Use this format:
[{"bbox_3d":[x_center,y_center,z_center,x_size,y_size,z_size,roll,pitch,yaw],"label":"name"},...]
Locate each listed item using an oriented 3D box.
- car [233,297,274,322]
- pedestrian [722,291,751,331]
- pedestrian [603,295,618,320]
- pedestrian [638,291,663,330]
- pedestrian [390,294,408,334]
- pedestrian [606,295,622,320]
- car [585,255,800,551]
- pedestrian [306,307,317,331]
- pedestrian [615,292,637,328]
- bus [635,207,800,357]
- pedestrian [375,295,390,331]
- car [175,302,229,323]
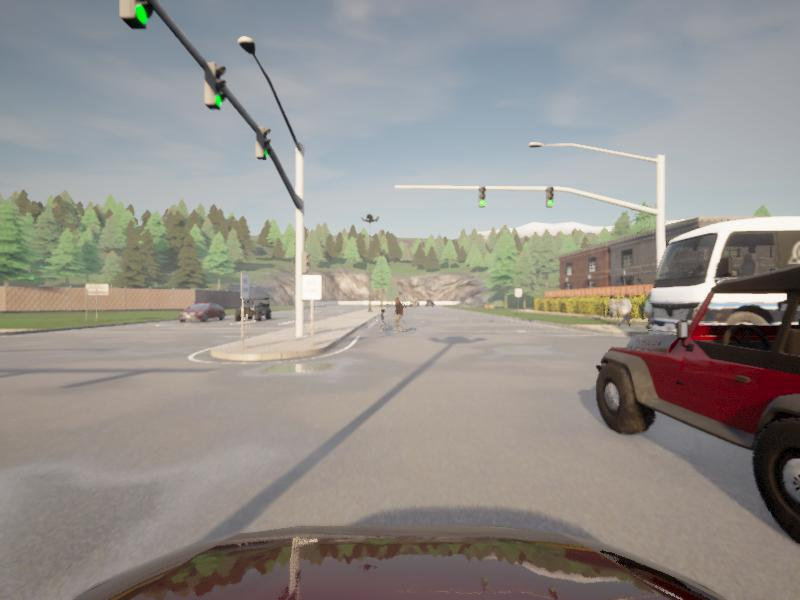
[{"bbox_3d":[-11.578,0.696,31.886,1.905,1.878,3.866,0,0,0],"label":"car"},{"bbox_3d":[16.195,0.515,19.254,0.751,1.860,0.751,0,0,-14],"label":"pedestrian"},{"bbox_3d":[15.947,0.532,30.320,0.751,1.860,0.751,0,0,0],"label":"pedestrian"},{"bbox_3d":[12.030,0.484,19.219,0.751,1.860,0.751,0,0,0],"label":"pedestrian"},{"bbox_3d":[-0.067,0.668,19.482,0.751,1.860,0.751,0,0,-12],"label":"pedestrian"},{"bbox_3d":[15.780,0.531,29.503,0.751,1.860,0.751,0,0,0],"label":"pedestrian"},{"bbox_3d":[3.494,0.653,3.546,1.905,1.878,3.866,0,0,0],"label":"car"},{"bbox_3d":[-4.280,0.895,19.247,0.500,1.100,0.500,0,0,-15],"label":"pedestrian"},{"bbox_3d":[12.009,0.518,21.271,0.751,1.860,0.751,0,0,-10],"label":"pedestrian"},{"bbox_3d":[13.999,-0.513,12.997,10.273,4.253,3.944,0,0,6],"label":"bus"},{"bbox_3d":[-0.900,0.670,20.846,0.751,1.860,0.751,0,0,-1],"label":"pedestrian"},{"bbox_3d":[-15.075,0.918,30.791,1.812,1.442,4.674,0,0,0],"label":"car"}]
